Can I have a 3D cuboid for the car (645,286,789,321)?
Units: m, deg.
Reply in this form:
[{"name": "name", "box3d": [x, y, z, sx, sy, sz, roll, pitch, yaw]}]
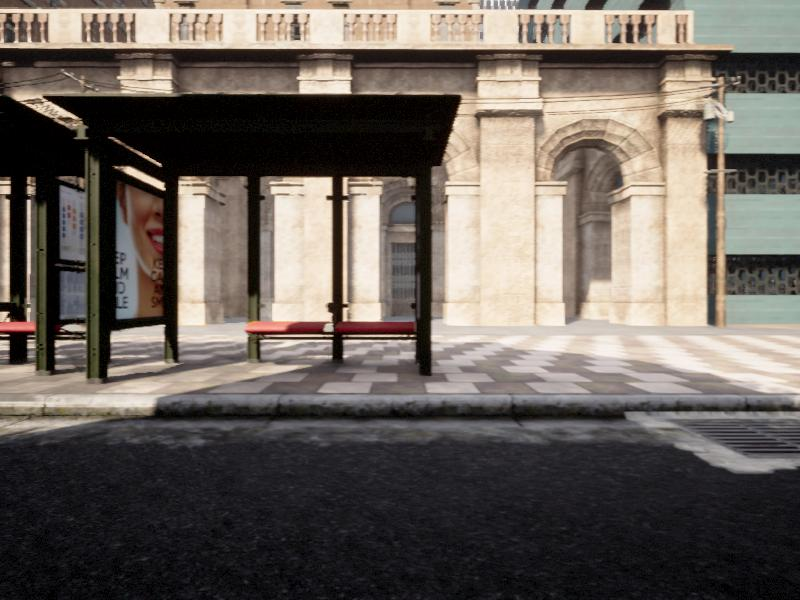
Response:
[{"name": "car", "box3d": [14.081, 0.167, 18.017, 4.786, 1.482, 2.161, 0, 0, 0]}]
